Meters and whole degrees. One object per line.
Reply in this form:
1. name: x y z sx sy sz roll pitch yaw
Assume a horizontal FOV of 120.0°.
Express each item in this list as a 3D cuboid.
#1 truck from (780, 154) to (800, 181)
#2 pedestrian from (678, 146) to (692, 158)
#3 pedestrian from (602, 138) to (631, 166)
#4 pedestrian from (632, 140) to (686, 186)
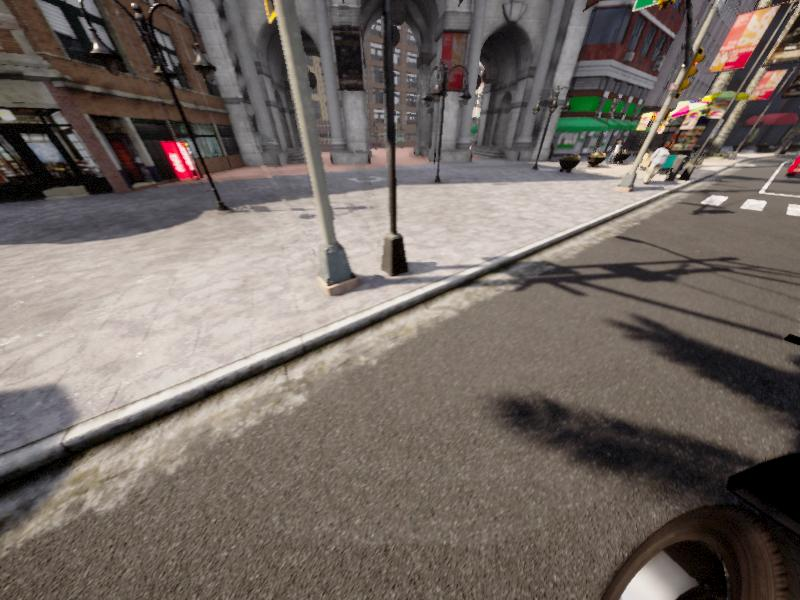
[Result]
1. truck: 27.541 -9.682 14.011 8.468 3.827 2.891 -22 41 -27
2. pedestrian: 31.307 -16.286 25.373 0.500 1.100 0.500 -26 42 -31
3. pedestrian: 17.723 -12.126 18.963 0.751 1.860 0.751 1 35 3
4. pedestrian: 12.574 -6.668 11.292 0.751 1.860 0.751 -2 35 -2
